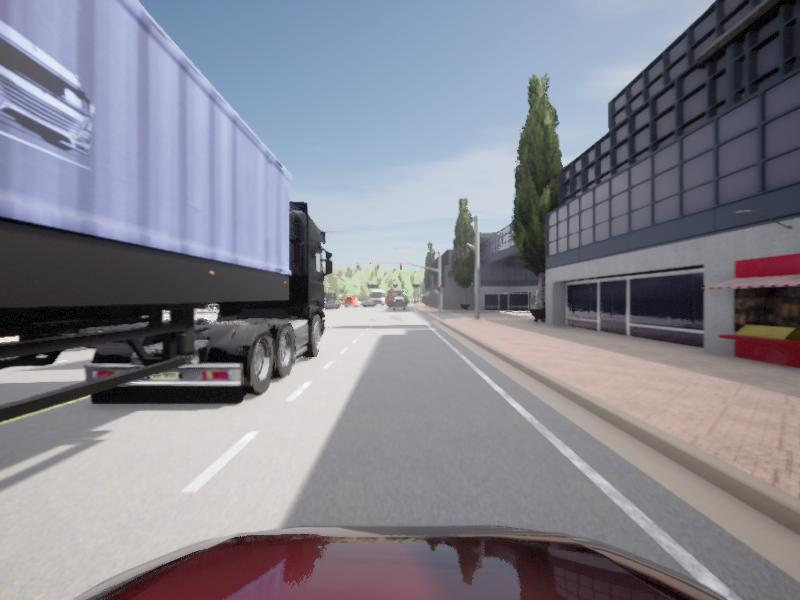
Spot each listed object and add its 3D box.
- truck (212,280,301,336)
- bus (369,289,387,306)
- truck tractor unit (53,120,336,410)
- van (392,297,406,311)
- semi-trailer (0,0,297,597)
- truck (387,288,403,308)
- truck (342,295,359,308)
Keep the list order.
[{"bbox_3d":[-7.005,0.350,20.325,2.627,2.467,5.204,0,0,0],"label":"truck"},{"bbox_3d":[-5.788,-0.573,107.555,3.944,4.253,10.273,0,0,2],"label":"bus"},{"bbox_3d":[-3.498,-0.527,9.064,3.053,4.208,6.516,0,1,0],"label":"truck tractor unit"},{"bbox_3d":[-0.071,0.554,62.606,2.069,2.038,4.480,0,0,1],"label":"van"},{"bbox_3d":[-3.492,-0.617,1.155,2.717,4.402,14.254,0,0,0],"label":"semi-trailer"},{"bbox_3d":[-0.898,-0.346,79.994,2.891,3.827,8.468,0,0,2],"label":"truck"},{"bbox_3d":[-10.086,0.329,81.984,2.627,2.467,5.204,0,0,2],"label":"truck"}]
